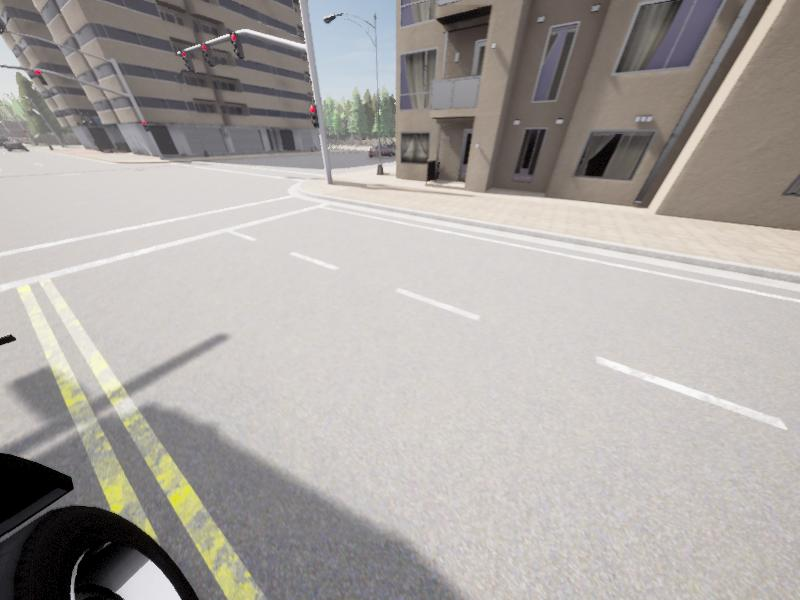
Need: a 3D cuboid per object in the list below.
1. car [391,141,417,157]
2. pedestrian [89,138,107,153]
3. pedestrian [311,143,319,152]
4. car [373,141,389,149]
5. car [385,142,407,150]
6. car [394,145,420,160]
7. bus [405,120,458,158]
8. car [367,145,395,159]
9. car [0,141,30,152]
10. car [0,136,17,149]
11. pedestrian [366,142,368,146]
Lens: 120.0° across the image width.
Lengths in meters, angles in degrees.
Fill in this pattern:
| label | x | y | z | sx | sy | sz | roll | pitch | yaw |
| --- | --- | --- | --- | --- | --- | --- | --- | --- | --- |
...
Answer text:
| label | x | y | z | sx | sy | sz | roll | pitch | yaw |
| --- | --- | --- | --- | --- | --- | --- | --- | --- | --- |
| car | 0.621 | -23.600 | 36.046 | 1.932 | 1.855 | 4.605 | 20 | 39 | 25 |
| pedestrian | -43.989 | -22.523 | 33.651 | 0.751 | 1.860 | 0.751 | 19 | 39 | 24 |
| pedestrian | -14.600 | -26.252 | 39.844 | 0.751 | 1.300 | 0.751 | 20 | 40 | 26 |
| car | -4.947 | -39.653 | 59.124 | 3.633 | 1.501 | 1.845 | 20 | 40 | 26 |
| car | -1.025 | -35.804 | 53.708 | 4.892 | 1.490 | 1.837 | 21 | 40 | 26 |
| car | 0.973 | -19.965 | 31.160 | 1.845 | 1.501 | 3.633 | 20 | 39 | 25 |
| bus | 5.103 | -25.008 | 36.045 | 3.944 | 4.253 | 10.273 | 20 | 39 | 25 |
| car | -2.554 | -20.522 | 31.958 | 1.970 | 1.475 | 3.806 | 20 | 39 | 25 |
| car | -64.720 | -25.838 | 38.797 | 4.674 | 1.442 | 1.812 | 20 | 40 | 26 |
| car | -81.745 | -32.394 | 47.385 | 5.566 | 2.045 | 2.150 | 20 | 40 | 26 |
| pedestrian | -10.262 | -48.589 | 71.892 | 0.500 | 1.100 | 0.500 | 21 | 40 | 27 |
